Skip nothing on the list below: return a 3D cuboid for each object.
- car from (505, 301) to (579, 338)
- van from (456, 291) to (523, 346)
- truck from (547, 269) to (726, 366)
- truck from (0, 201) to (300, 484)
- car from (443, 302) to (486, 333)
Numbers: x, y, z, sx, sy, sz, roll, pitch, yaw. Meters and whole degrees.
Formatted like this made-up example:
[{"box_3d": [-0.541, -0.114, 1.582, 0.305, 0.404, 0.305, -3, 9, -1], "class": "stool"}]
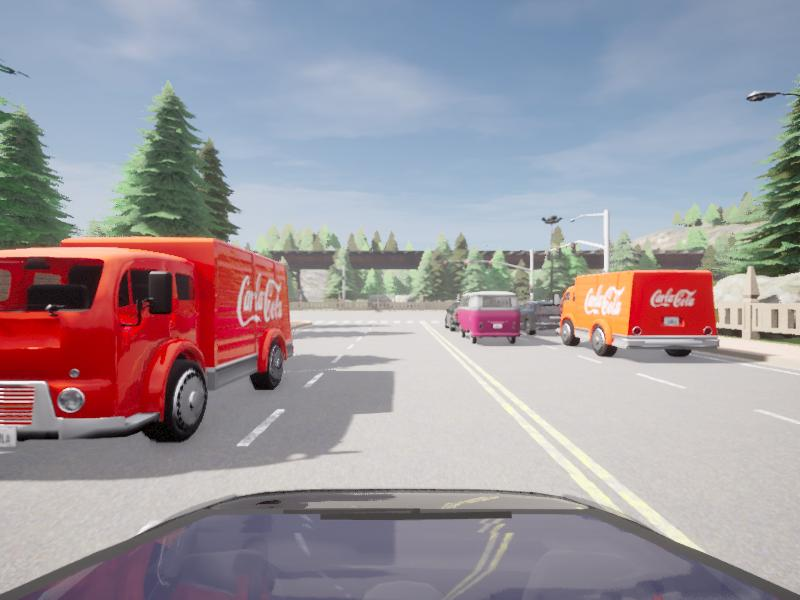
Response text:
[{"box_3d": [7.000, 0.869, 20.334, 2.033, 1.649, 4.856, 0, 0, 0], "class": "car"}, {"box_3d": [3.501, 0.673, 16.519, 1.775, 1.987, 4.442, 0, 0, 0], "class": "van"}, {"box_3d": [7.004, 0.425, 12.827, 2.627, 2.467, 5.204, 0, 0, 0], "class": "truck"}, {"box_3d": [-3.498, 0.390, 6.099, 2.627, 2.467, 5.204, 0, 0, 0], "class": "truck"}, {"box_3d": [3.501, 0.914, 22.280, 1.789, 1.549, 3.705, 0, 0, 0], "class": "car"}]
